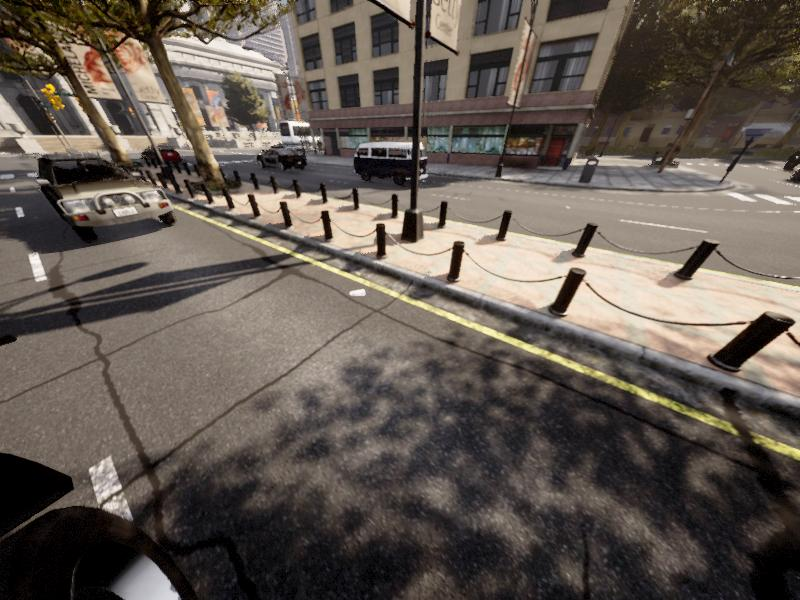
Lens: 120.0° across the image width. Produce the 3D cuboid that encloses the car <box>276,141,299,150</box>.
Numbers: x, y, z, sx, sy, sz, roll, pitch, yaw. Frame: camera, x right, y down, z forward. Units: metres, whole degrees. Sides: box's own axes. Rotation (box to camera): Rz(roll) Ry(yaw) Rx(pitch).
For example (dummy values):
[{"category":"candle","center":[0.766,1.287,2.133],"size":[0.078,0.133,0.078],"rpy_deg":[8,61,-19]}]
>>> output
[{"category":"car","center":[-23.781,-32.853,49.008],"size":[1.970,1.475,3.806],"rpy_deg":[22,41,28]}]

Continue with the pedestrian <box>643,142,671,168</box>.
[{"category":"pedestrian","center":[21.972,-12.431,19.803],"size":[0.751,1.860,0.751],"rpy_deg":[15,38,20]}]

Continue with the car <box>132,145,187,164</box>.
[{"category":"car","center":[-24.564,-14.934,23.608],"size":[4.792,1.488,2.163],"rpy_deg":[19,39,24]}]

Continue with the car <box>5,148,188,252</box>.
[{"category":"car","center":[-8.688,-3.141,6.658],"size":[4.605,1.855,1.932],"rpy_deg":[22,41,27]}]

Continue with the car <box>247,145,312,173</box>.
[{"category":"car","center":[-9.822,-11.574,18.823],"size":[5.238,1.638,1.930],"rpy_deg":[23,41,28]}]

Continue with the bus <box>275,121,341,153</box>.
[{"category":"bus","center":[-16.307,-29.673,42.176],"size":[3.944,4.253,10.273],"rpy_deg":[22,40,28]}]

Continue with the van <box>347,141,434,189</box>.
[{"category":"van","center":[-0.612,-8.007,13.493],"size":[4.480,2.038,2.069],"rpy_deg":[22,41,28]}]

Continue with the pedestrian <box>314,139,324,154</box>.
[{"category":"pedestrian","center":[-11.960,-22.732,34.138],"size":[0.751,1.860,0.751],"rpy_deg":[17,39,22]}]

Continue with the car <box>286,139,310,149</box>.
[{"category":"car","center":[-20.803,-32.045,47.317],"size":[1.851,1.617,3.988],"rpy_deg":[22,41,28]}]

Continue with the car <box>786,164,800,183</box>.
[{"category":"car","center":[25.710,-7.500,13.364],"size":[1.851,1.617,3.988],"rpy_deg":[22,40,27]}]

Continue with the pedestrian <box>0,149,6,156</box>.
[{"category":"pedestrian","center":[-48.879,-18.176,27.860],"size":[0.751,1.300,0.751],"rpy_deg":[24,42,30]}]

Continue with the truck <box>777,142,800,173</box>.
[{"category":"truck","center":[33.839,-10.983,17.945],"size":[2.390,2.098,6.274],"rpy_deg":[22,40,27]}]
